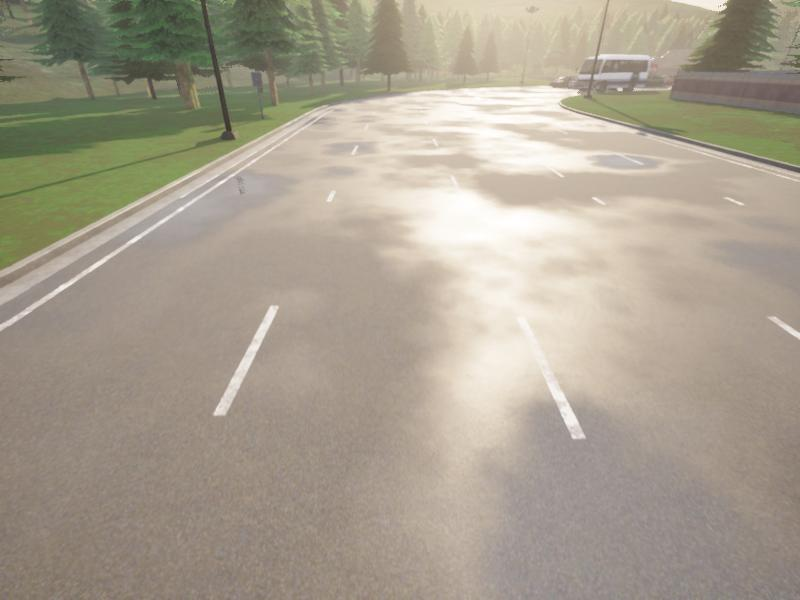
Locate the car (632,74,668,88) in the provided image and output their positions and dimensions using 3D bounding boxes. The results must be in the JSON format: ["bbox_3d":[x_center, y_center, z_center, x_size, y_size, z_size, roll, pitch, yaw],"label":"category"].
[{"bbox_3d":[40.074,-35.110,64.108,4.605,1.855,1.932,-10,32,-17],"label":"car"}]

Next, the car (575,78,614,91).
[{"bbox_3d":[27.528,-30.501,56.558,5.366,1.575,1.801,-15,34,-24],"label":"car"}]

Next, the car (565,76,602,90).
[{"bbox_3d":[27.432,-32.496,59.860,4.856,1.649,2.033,-14,33,-22],"label":"car"}]

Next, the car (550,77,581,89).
[{"bbox_3d":[25.901,-34.017,62.616,4.193,1.474,1.816,-14,33,-22],"label":"car"}]

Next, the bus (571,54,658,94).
[{"bbox_3d":[28.199,-29.800,52.673,10.273,4.253,3.944,-15,34,-24],"label":"bus"}]

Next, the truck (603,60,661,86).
[{"bbox_3d":[40.558,-39.738,70.073,8.468,3.827,2.891,-8,31,-14],"label":"truck"}]
